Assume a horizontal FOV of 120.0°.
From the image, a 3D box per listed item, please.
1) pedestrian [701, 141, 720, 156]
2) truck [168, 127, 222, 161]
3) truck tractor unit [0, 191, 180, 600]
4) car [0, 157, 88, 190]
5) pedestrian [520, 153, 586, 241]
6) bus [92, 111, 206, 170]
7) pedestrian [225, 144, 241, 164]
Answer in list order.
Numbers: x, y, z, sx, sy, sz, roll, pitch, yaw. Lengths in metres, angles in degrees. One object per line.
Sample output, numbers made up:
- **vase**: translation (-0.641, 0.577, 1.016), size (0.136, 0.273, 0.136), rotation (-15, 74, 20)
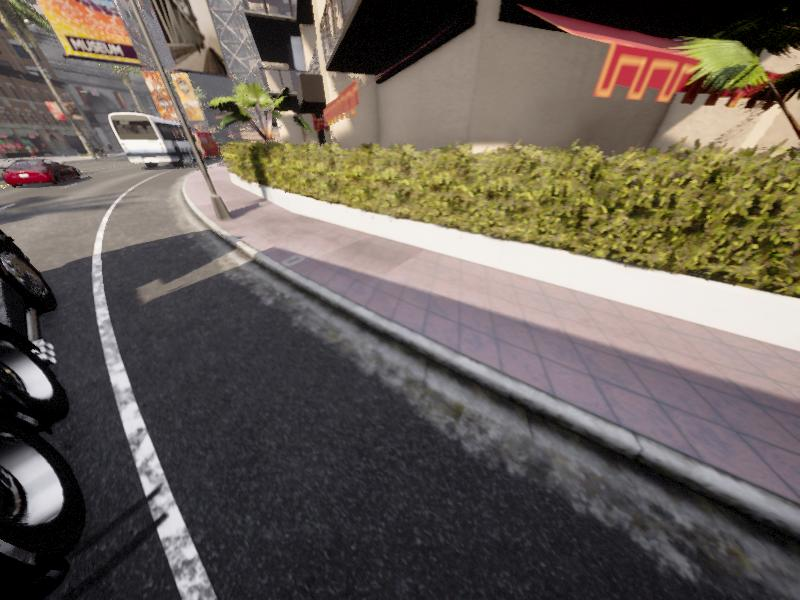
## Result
- **pedestrian**: translation (46.284, -22.551, 34.471), size (0.751, 1.860, 0.751), rotation (-13, 37, -17)
- **truck**: translation (-29.972, -23.227, 34.396), size (2.891, 3.827, 8.468), rotation (-12, 37, -17)
- **truck tractor unit**: translation (-4.980, -0.414, 0.947), size (6.516, 4.208, 3.053), rotation (23, 41, 30)
- **car**: translation (-23.099, -8.324, 14.973), size (1.994, 1.385, 4.181), rotation (-19, 39, -24)
- **pedestrian**: translation (3.775, -2.571, 5.811), size (0.751, 1.860, 0.751), rotation (23, 41, 30)
- **bus**: translation (-25.729, -16.982, 24.956), size (3.944, 4.253, 10.273), rotation (-13, 36, -18)
- **pedestrian**: translation (-18.659, -16.399, 25.886), size (0.751, 1.860, 0.751), rotation (-13, 37, -18)
